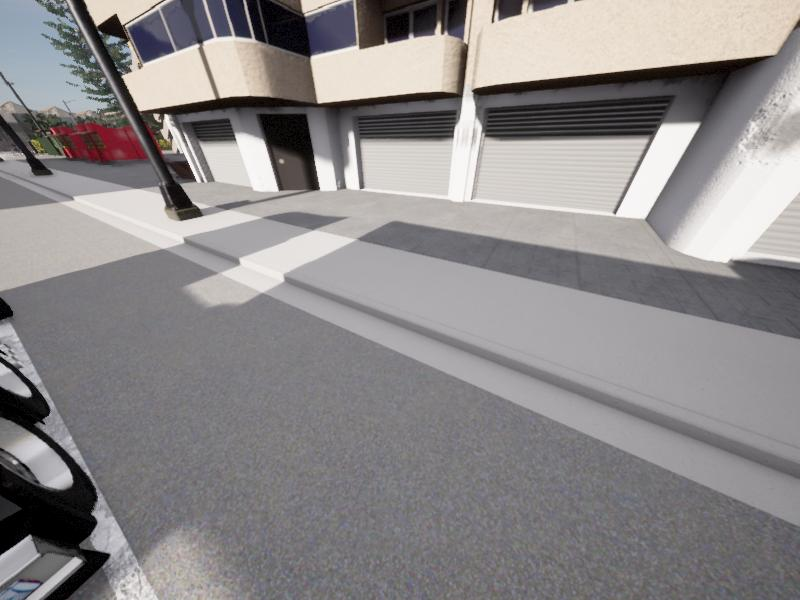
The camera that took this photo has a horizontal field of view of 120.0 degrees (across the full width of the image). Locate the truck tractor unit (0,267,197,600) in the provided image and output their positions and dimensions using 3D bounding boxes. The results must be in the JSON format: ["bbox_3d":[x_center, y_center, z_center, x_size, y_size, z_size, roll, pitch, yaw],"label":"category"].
[{"bbox_3d":[-5.107,-0.308,0.760,6.516,4.208,3.053,19,39,24],"label":"truck tractor unit"}]
